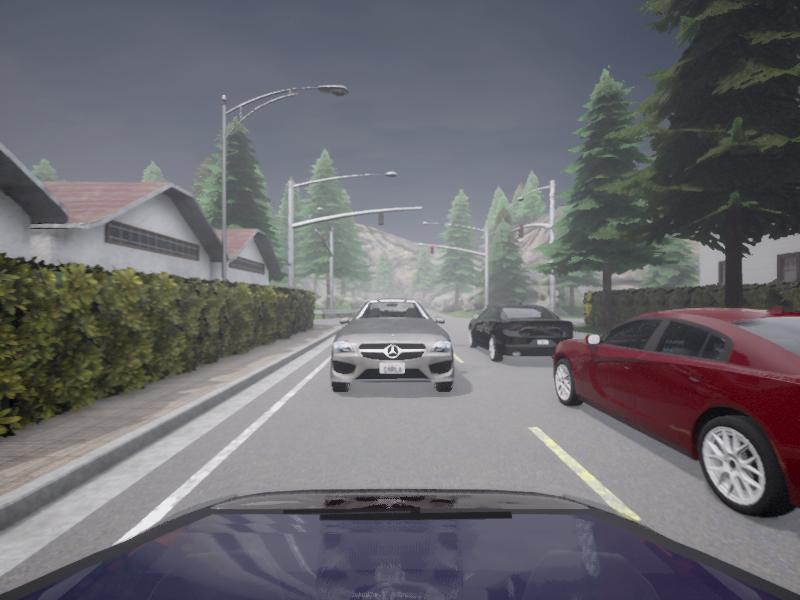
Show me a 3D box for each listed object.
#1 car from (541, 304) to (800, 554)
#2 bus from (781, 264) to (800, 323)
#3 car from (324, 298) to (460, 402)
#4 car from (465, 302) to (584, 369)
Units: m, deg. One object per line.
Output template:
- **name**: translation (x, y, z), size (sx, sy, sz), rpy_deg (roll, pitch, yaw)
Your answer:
- **car**: translation (3.423, 0.830, 4.468), size (1.882, 1.535, 5.008), rpy_deg (0, 0, -1)
- **bus**: translation (34.142, -0.512, 28.448), size (10.273, 4.253, 3.944), rpy_deg (0, 0, 0)
- **car**: translation (-0.168, 0.794, 8.849), size (2.152, 1.651, 5.027), rpy_deg (0, 0, -1)
- **car**: translation (3.319, 0.839, 11.850), size (1.882, 1.535, 5.008), rpy_deg (0, 0, -1)
